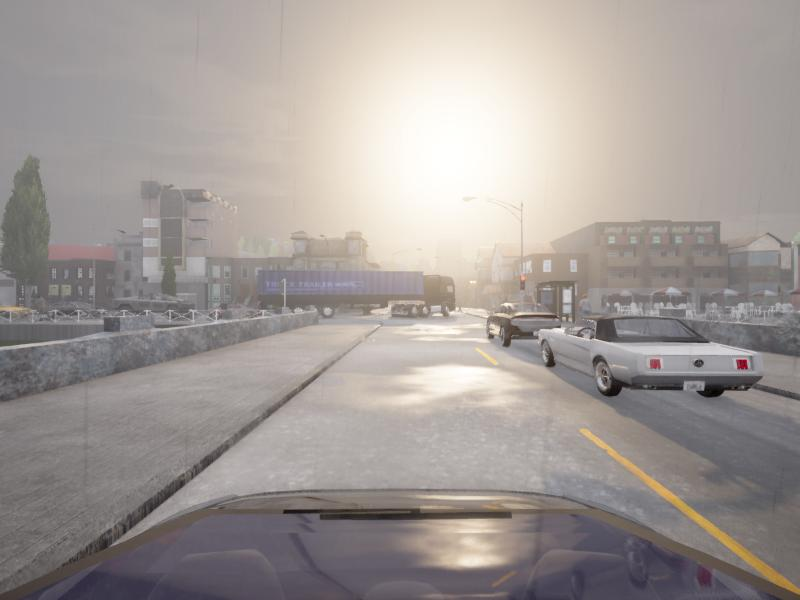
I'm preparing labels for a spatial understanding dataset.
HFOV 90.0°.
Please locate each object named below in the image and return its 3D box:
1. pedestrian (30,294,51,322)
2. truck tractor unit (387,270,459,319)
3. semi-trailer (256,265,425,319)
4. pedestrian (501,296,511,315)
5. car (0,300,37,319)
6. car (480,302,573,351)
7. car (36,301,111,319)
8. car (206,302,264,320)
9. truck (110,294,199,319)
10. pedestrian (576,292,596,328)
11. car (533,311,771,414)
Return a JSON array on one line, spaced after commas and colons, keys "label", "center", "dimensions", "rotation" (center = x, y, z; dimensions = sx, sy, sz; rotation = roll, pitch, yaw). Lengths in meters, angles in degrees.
[{"label": "pedestrian", "center": [-24.070, 0.547, 26.815], "dimensions": [0.751, 1.860, 0.751], "rotation": [0, 0, 2]}, {"label": "truck tractor unit", "center": [2.290, -0.520, 37.967], "dimensions": [6.516, 4.208, 3.053], "rotation": [0, 0, -41]}, {"label": "semi-trailer", "center": [-5.021, -0.621, 35.457], "dimensions": [14.254, 4.402, 2.717], "rotation": [0, 0, -12]}, {"label": "pedestrian", "center": [10.304, 0.533, 38.840], "dimensions": [0.751, 1.860, 0.751], "rotation": [0, 0, -1]}, {"label": "car", "center": [-35.539, 0.801, 35.340], "dimensions": [5.366, 1.575, 1.801], "rotation": [0, 0, 2]}, {"label": "car", "center": [4.438, 0.836, 14.911], "dimensions": [2.128, 1.511, 4.902], "rotation": [0, 0, 3]}, {"label": "car", "center": [-28.550, 0.836, 35.105], "dimensions": [4.902, 1.511, 2.128], "rotation": [0, 0, 2]}, {"label": "car", "center": [-13.998, 0.921, 34.187], "dimensions": [4.181, 1.385, 1.994], "rotation": [-1, 0, -10]}, {"label": "truck", "center": [-21.283, 0.542, 34.862], "dimensions": [6.274, 2.098, 2.390], "rotation": [0, 0, 2]}, {"label": "pedestrian", "center": [10.009, 0.533, 21.530], "dimensions": [0.751, 1.860, 0.751], "rotation": [0, 0, 2]}, {"label": "car", "center": [4.303, 0.944, 7.966], "dimensions": [1.895, 1.301, 4.718], "rotation": [0, 0, 2]}]
